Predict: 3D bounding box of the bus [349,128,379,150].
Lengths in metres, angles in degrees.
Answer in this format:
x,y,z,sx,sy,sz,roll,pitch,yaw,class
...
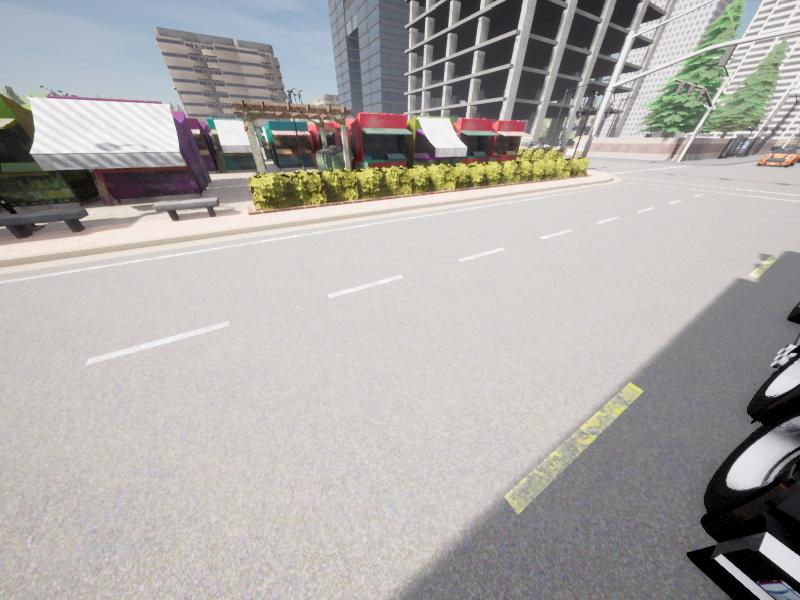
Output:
x,y,z,sx,sy,sz,roll,pitch,yaw,class
-9.541,-42.157,60.570,3.944,4.253,10.273,-18,39,-24,bus

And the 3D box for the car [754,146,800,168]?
x,y,z,sx,sy,sz,roll,pitch,yaw,class
41.584,-15.609,25.136,4.553,1.767,2.097,-18,39,-24,car

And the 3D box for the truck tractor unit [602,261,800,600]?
x,y,z,sx,sy,sz,roll,pitch,yaw,class
5.104,-0.308,0.787,6.516,4.208,3.053,-19,39,-24,truck tractor unit
